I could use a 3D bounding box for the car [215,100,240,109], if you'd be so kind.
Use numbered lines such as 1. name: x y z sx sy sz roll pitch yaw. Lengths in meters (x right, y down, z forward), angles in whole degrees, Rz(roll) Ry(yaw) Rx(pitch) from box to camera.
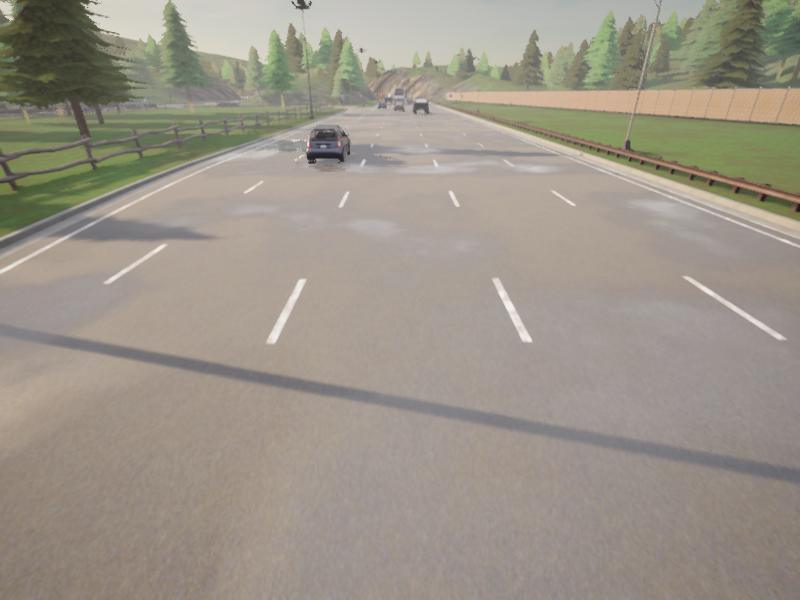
1. car: -41.023 -46.518 95.151 5.027 1.651 2.152 -7 28 -12

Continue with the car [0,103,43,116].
1. car: -61.095 -30.826 64.697 1.930 1.638 5.238 0 27 0

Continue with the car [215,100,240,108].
1. car: -42.131 -47.960 97.721 5.366 1.575 1.801 -8 28 -15

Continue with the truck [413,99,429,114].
1. truck: 3.361 -31.596 65.206 2.390 2.098 6.274 0 27 0

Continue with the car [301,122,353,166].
1. car: -3.543 -7.951 20.179 1.851 1.617 3.988 0 27 0

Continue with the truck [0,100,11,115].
1. truck: -68.094 -31.475 65.497 2.390 2.098 6.274 0 27 0
